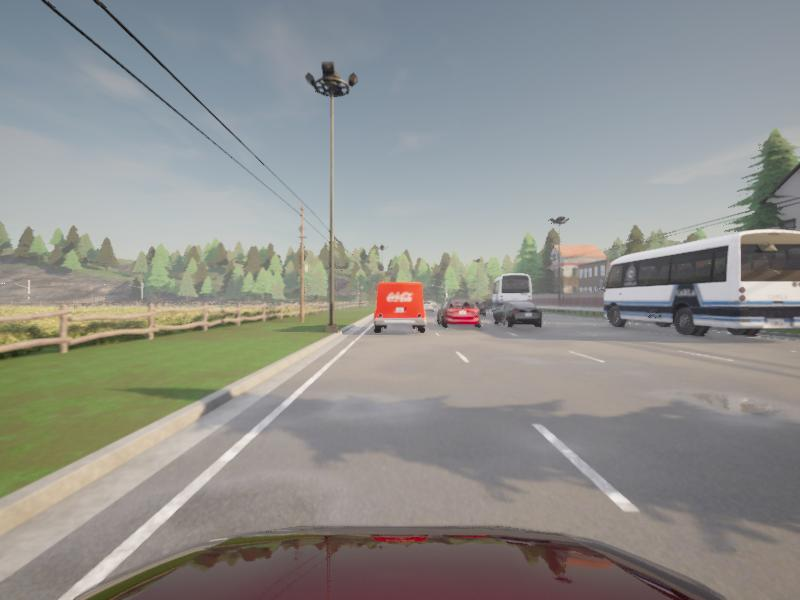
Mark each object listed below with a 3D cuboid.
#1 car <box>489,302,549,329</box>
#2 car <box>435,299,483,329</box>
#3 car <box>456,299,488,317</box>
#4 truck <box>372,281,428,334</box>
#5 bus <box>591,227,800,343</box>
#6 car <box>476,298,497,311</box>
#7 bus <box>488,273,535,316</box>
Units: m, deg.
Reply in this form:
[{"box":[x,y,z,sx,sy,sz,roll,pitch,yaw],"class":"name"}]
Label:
[{"box":[7.011,0.860,24.174,2.163,1.488,4.792,0,0,0],"class":"car"},{"box":[3.501,0.766,24.480,2.242,1.667,4.611,0,0,0],"class":"car"},{"box":[6.992,0.770,39.354,2.242,1.667,4.611,0,0,0],"class":"car"},{"box":[0.000,0.365,21.210,2.627,2.467,5.204,0,0,0],"class":"truck"},{"box":[13.876,-0.527,19.776,3.944,4.253,10.273,0,0,0],"class":"bus"},{"box":[13.187,0.670,61.143,1.905,1.878,3.866,0,0,-11],"class":"car"},{"box":[12.250,-0.517,45.014,3.944,4.253,10.273,0,0,9],"class":"bus"}]
